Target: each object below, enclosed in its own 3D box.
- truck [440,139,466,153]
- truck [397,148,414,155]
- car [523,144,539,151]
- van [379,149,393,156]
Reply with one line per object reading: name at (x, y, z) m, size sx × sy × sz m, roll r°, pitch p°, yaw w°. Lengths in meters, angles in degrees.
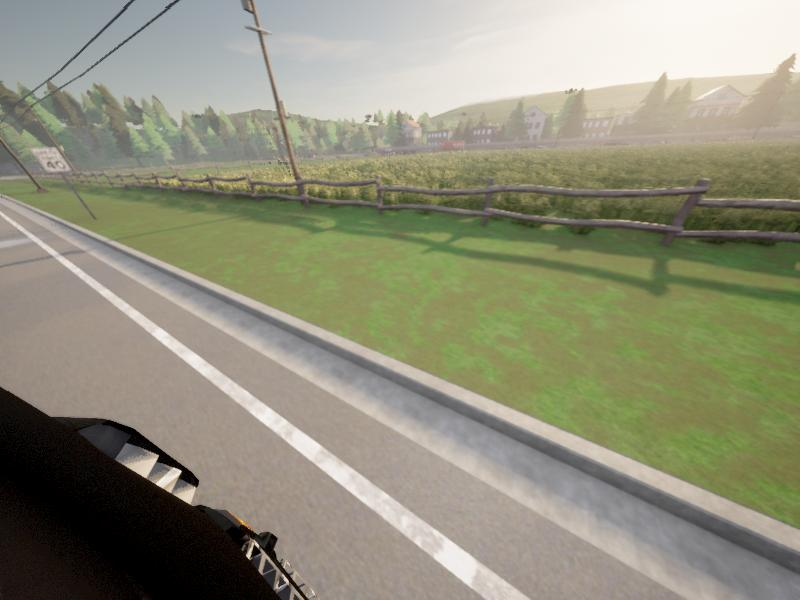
truck at (18.800, -55.007, 82.711) m, size 8.468 × 3.827 × 2.891 m, roll 16°, pitch 38°, yaw 26°
truck at (2.092, -56.900, 88.357) m, size 6.274 × 2.098 × 2.390 m, roll 16°, pitch 38°, yaw 26°
car at (39.367, -45.871, 69.453) m, size 3.988 × 1.617 × 1.851 m, roll 16°, pitch 38°, yaw 26°
van at (-5.371, -56.802, 88.806) m, size 4.480 × 2.038 × 2.069 m, roll 16°, pitch 38°, yaw 26°
